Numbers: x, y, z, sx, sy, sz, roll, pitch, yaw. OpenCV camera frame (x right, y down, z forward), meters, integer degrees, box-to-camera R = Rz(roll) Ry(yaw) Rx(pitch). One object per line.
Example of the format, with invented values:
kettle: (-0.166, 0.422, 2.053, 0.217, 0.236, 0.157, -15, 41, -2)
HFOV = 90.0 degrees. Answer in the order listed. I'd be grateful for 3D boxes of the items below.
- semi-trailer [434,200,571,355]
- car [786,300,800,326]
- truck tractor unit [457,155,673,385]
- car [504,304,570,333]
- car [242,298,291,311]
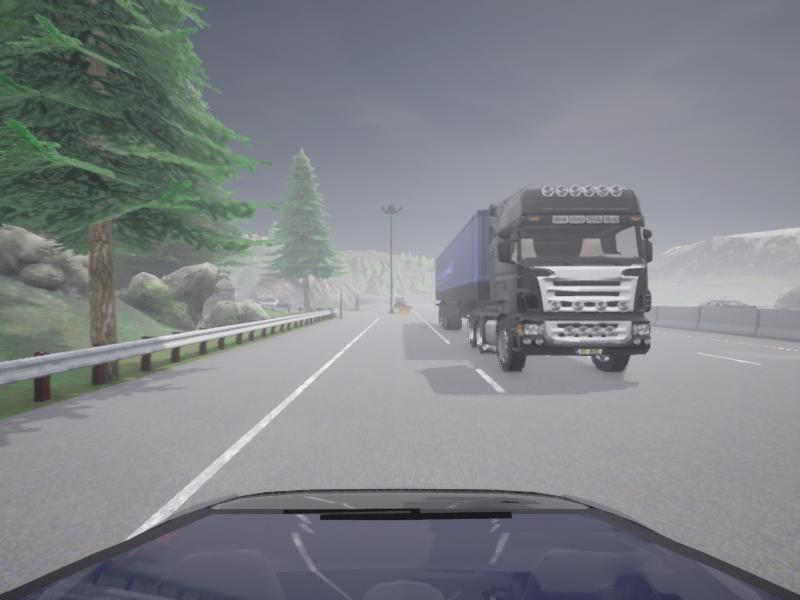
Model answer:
semi-trailer: (3.503, -0.665, 18.523, 2.717, 4.402, 14.254, 0, 0, 0)
car: (24.506, 0.769, 21.864, 2.038, 1.542, 4.974, 0, 0, 0)
truck tractor unit: (3.498, -0.549, 10.605, 3.053, 4.208, 6.516, 0, 0, 0)
car: (7.006, 0.892, 21.039, 1.895, 1.301, 4.718, 0, 0, 0)
car: (-15.293, 0.520, 46.152, 4.974, 1.542, 2.038, 0, 0, 0)
